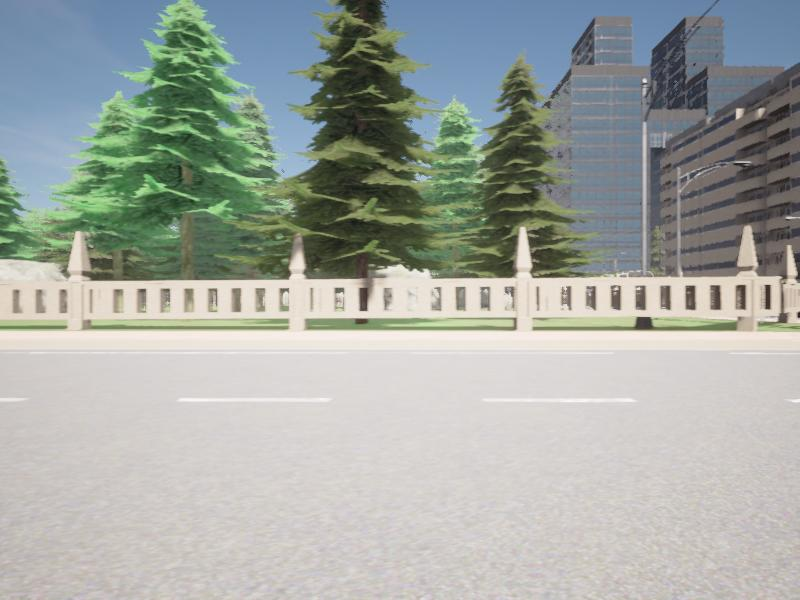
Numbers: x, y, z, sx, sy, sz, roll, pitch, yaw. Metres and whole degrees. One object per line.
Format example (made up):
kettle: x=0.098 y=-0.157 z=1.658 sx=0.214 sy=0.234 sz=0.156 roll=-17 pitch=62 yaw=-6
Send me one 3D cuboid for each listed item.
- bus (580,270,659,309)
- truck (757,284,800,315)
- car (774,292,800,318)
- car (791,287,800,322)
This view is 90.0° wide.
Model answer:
bus: x=26.286 y=-1.108 z=48.816 sx=3.944 sy=4.253 sz=10.273 roll=0 pitch=0 yaw=0
truck: x=27.846 y=-0.030 z=27.175 sx=2.390 sy=2.098 sz=6.274 roll=0 pitch=0 yaw=10
car: x=22.906 y=0.292 z=21.214 sx=1.812 sy=1.442 sz=4.674 roll=0 pitch=0 yaw=0
car: x=19.345 y=0.207 z=16.887 sx=1.851 sy=1.617 sz=3.988 roll=0 pitch=0 yaw=2
